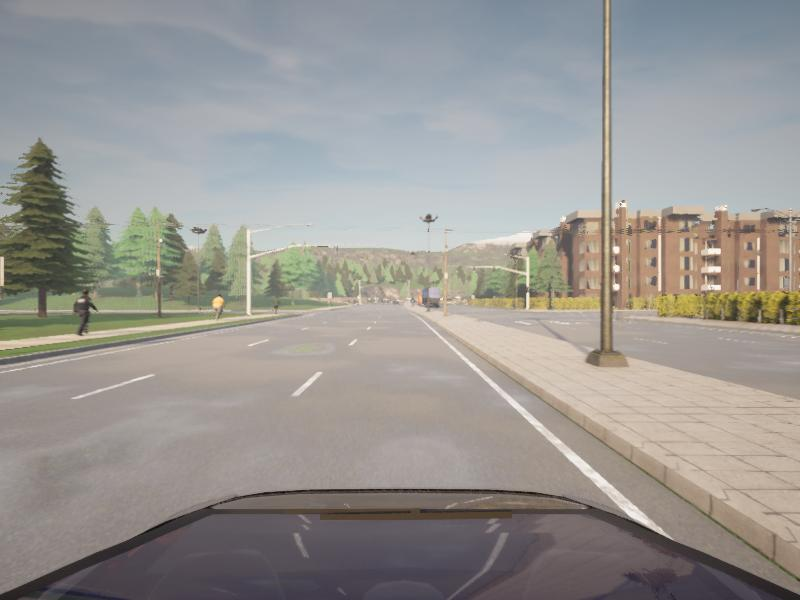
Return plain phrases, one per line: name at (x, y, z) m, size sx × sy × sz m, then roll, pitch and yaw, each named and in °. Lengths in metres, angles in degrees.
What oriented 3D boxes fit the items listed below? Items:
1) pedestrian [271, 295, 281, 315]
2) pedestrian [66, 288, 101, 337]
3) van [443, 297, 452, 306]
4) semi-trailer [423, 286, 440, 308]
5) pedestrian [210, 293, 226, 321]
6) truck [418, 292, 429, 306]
pedestrian at (-11.942, 0.485, 38.602) m, size 0.751 × 1.860 × 0.751 m, roll 0°, pitch 0°, yaw 2°
pedestrian at (-12.406, 0.485, 15.705) m, size 0.751 × 1.860 × 0.751 m, roll 0°, pitch 0°, yaw 1°
van at (13.727, 0.322, 116.223) m, size 1.988 × 2.561 × 5.915 m, roll 0°, pitch 0°, yaw 0°
semi-trailer at (6.727, -0.616, 87.171) m, size 2.717 × 4.402 × 14.254 m, roll 0°, pitch 0°, yaw 0°
pedestrian at (-12.195, 0.485, 26.842) m, size 0.751 × 1.860 × 0.751 m, roll 0°, pitch 0°, yaw 1°
truck at (6.726, -0.320, 115.971) m, size 2.891 × 3.827 × 8.468 m, roll 0°, pitch 0°, yaw 0°
